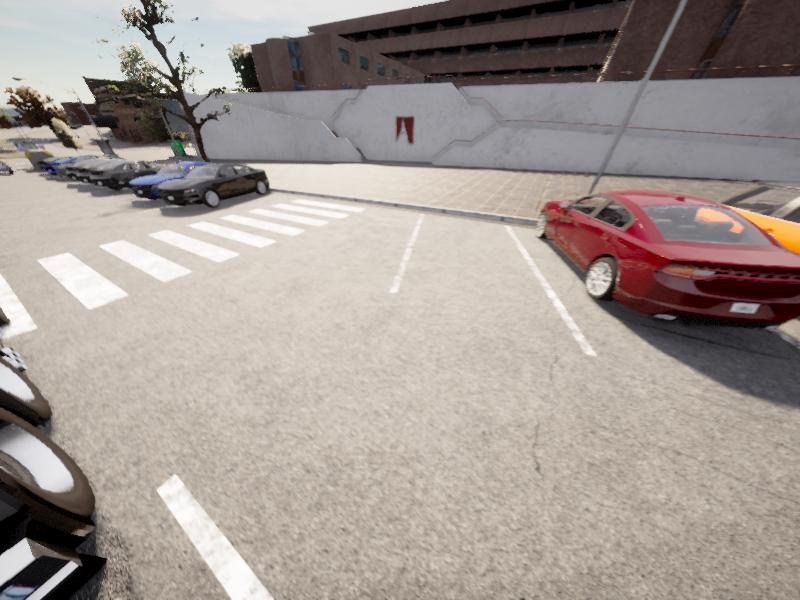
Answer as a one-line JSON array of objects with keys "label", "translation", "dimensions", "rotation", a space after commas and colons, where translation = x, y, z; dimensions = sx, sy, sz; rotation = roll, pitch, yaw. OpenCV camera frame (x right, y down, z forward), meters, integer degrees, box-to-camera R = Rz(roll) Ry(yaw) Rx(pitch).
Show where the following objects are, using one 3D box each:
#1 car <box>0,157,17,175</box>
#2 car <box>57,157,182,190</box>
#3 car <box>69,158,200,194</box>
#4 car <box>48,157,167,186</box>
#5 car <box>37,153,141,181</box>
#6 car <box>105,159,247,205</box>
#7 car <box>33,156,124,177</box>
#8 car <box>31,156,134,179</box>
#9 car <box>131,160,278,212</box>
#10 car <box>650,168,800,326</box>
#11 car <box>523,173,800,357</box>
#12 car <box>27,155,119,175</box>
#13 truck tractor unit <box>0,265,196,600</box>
[{"label": "car", "translation": [-42.997, -14.247, 24.544], "dimensions": [3.633, 1.501, 1.845], "rotation": [21, 40, 30]}, {"label": "car", "translation": [-18.624, -8.804, 15.844], "dimensions": [2.231, 1.521, 4.892], "rotation": [6, 34, 10]}, {"label": "car", "translation": [-16.090, -7.973, 14.561], "dimensions": [2.231, 1.521, 4.892], "rotation": [6, 34, 10]}, {"label": "car", "translation": [-21.142, -9.644, 17.144], "dimensions": [2.231, 1.521, 4.892], "rotation": [6, 34, 11]}, {"label": "car", "translation": [-26.116, -11.484, 19.762], "dimensions": [2.185, 1.767, 4.553], "rotation": [7, 34, 11]}, {"label": "car", "translation": [-10.982, -6.352, 12.060], "dimensions": [2.097, 1.535, 5.008], "rotation": [6, 34, 9]}, {"label": "car", "translation": [-31.046, -13.094, 22.567], "dimensions": [2.002, 1.452, 4.674], "rotation": [8, 34, 12]}, {"label": "car", "translation": [-28.598, -12.237, 21.161], "dimensions": [2.097, 1.535, 5.008], "rotation": [7, 34, 12]}, {"label": "car", "translation": [-8.419, -5.541, 10.817], "dimensions": [2.097, 1.535, 5.008], "rotation": [6, 34, 9]}, {"label": "car", "translation": [7.046, -0.682, 3.366], "dimensions": [2.185, 1.767, 4.553], "rotation": [6, 35, 8]}, {"label": "car", "translation": [4.456, -1.399, 4.631], "dimensions": [2.097, 1.535, 5.008], "rotation": [6, 35, 8]}, {"label": "car", "translation": [-33.498, -14.024, 23.938], "dimensions": [2.231, 1.521, 4.892], "rotation": [8, 34, 13]}, {"label": "truck tractor unit", "translation": [-5.115, -0.294, 0.794], "dimensions": [6.516, 4.208, 3.053], "rotation": [18, 38, 24]}]
